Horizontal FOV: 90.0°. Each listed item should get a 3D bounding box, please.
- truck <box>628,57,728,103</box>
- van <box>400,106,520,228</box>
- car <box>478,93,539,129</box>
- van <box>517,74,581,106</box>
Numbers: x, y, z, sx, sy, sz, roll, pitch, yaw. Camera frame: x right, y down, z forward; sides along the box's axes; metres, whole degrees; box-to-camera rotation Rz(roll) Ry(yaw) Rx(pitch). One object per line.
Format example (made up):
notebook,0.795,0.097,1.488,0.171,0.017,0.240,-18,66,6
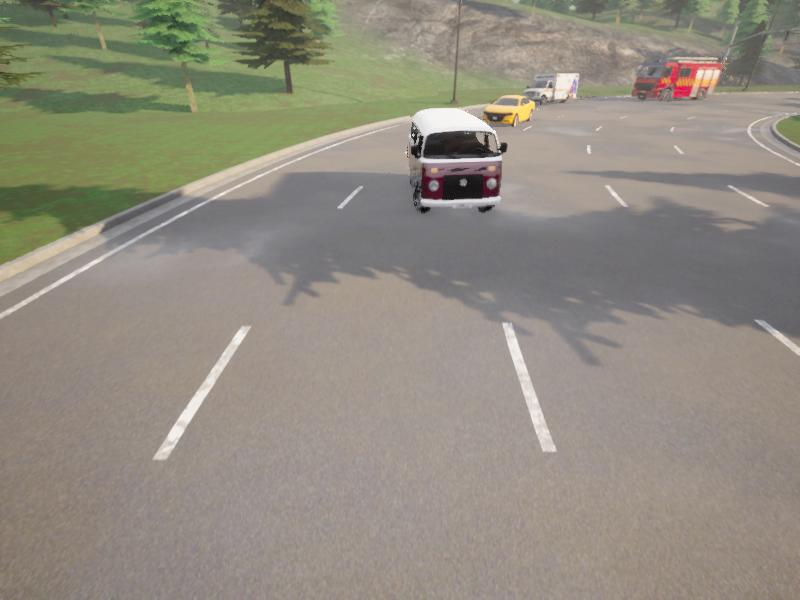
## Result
truck,28.137,-22.390,40.624,8.468,3.827,2.891,-11,32,-18
van,1.178,-3.583,10.111,2.069,2.038,4.480,-3,30,-2
car,6.658,-11.520,24.186,1.882,1.535,5.008,18,34,27
van,13.650,-19.179,36.466,6.366,2.431,2.351,-24,35,-36
